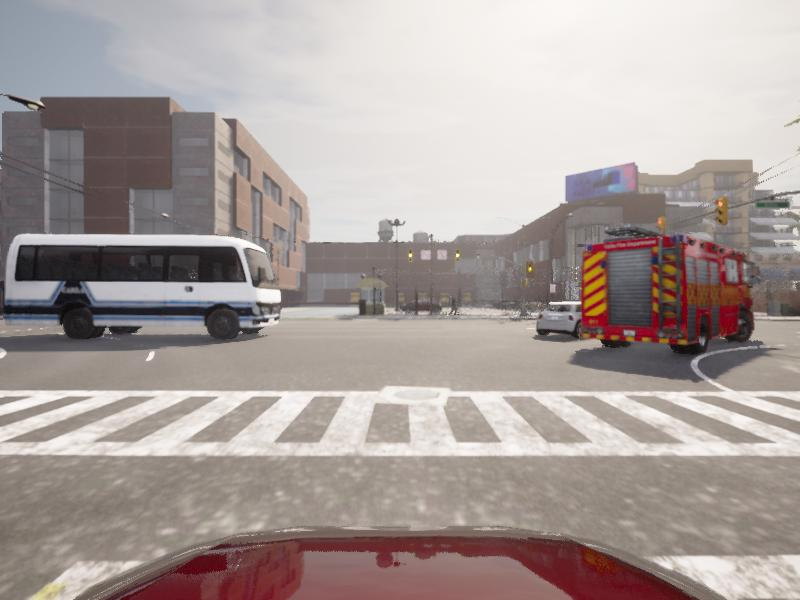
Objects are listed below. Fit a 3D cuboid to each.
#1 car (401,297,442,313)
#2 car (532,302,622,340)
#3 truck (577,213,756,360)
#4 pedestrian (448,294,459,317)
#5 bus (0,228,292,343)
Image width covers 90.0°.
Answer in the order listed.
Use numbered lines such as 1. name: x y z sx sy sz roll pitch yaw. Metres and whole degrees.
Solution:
1. car: 2.443 0.540 45.962 4.553 1.767 2.185 0 0 0
2. car: 7.790 0.831 17.501 3.806 1.475 1.970 0 0 -37
3. truck: 9.806 -0.339 14.195 8.468 3.827 2.891 0 0 -39
4. pedestrian: 4.506 0.443 33.651 0.751 1.860 0.751 0 0 -2
5. bus: -10.315 -0.559 17.136 10.273 4.253 3.944 1 0 0
